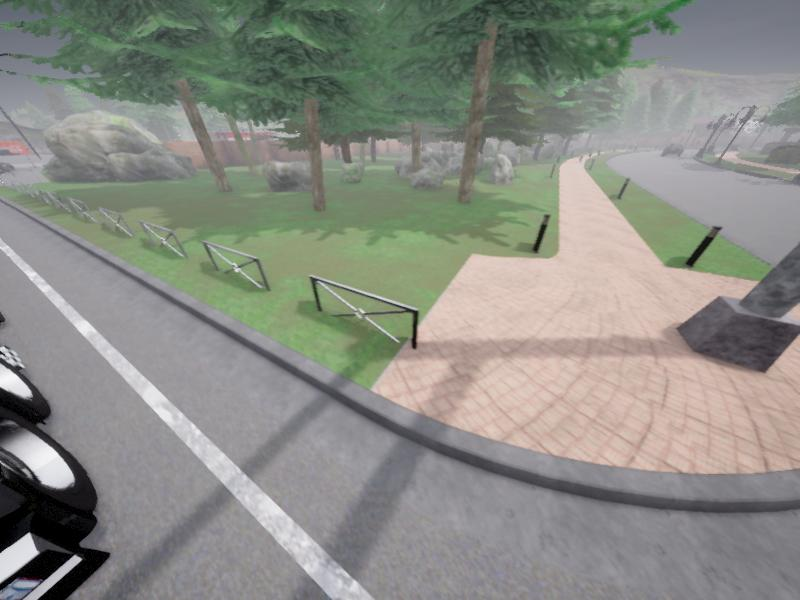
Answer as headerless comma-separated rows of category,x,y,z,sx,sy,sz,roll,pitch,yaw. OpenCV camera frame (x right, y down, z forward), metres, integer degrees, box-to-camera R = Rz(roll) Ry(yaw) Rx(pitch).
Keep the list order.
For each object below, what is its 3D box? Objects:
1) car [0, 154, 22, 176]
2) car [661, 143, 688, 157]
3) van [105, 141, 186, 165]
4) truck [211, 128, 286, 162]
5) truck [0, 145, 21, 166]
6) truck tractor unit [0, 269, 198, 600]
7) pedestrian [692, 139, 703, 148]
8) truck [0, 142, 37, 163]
car,-36.952,-11.263,19.497,2.128,1.511,4.902,17,39,23
car,44.867,-24.637,37.747,4.553,1.767,2.097,-28,43,-34
van,-33.319,-19.601,30.642,2.351,2.431,6.366,17,39,23
truck,-22.289,-23.392,34.778,2.891,3.827,8.468,17,38,23
truck,-51.474,-17.074,27.447,2.390,2.098,6.274,18,39,24
truck tractor unit,-5.121,-0.292,0.766,6.516,4.208,3.053,18,39,24
pedestrian,80.225,-42.159,62.275,0.751,1.860,0.751,-12,37,-17
truck,-56.243,-20.600,32.229,2.627,2.467,5.204,17,38,23
